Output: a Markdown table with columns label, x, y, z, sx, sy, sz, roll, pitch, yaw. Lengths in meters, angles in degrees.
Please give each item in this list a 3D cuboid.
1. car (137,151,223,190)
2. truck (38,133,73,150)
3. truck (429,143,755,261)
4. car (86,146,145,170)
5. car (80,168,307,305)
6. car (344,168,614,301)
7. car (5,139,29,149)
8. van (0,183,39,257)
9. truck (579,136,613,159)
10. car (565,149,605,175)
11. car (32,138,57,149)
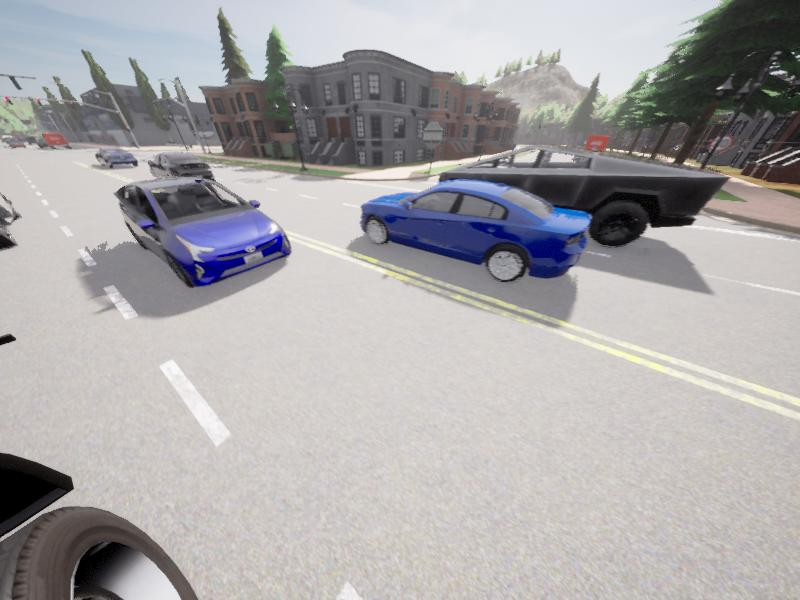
| label | x | y | z | sx | sy | sz | roll | pitch | yaw |
| --- | --- | --- | --- | --- | --- | --- | --- | --- | --- |
| car | -12.518 | -7.485 | 13.119 | 4.892 | 1.490 | 1.837 | 22 | 41 | 28 |
| truck | -66.504 | -30.614 | 44.604 | 5.204 | 2.467 | 2.627 | 22 | 41 | 28 |
| truck | 4.278 | -3.352 | 6.877 | 6.274 | 2.098 | 2.390 | 22 | 41 | 28 |
| car | -24.921 | -12.500 | 20.210 | 5.357 | 1.411 | 2.033 | 22 | 41 | 28 |
| car | -4.478 | -1.762 | 5.043 | 4.514 | 1.525 | 2.007 | 22 | 41 | 28 |
| car | 1.280 | -1.882 | 5.253 | 5.008 | 1.535 | 1.882 | 22 | 41 | 28 |
| car | -74.165 | -30.171 | 44.695 | 3.633 | 1.501 | 1.845 | 22 | 41 | 28 |
| van | -11.972 | -2.720 | 5.556 | 6.366 | 2.431 | 2.351 | 22 | 41 | 28 |
| truck | 26.845 | -21.132 | 31.897 | 2.627 | 2.467 | 5.204 | 21 | 40 | 26 |
| car | 14.690 | -11.006 | 18.296 | 1.816 | 1.474 | 4.193 | 24 | 41 | 29 |
| car | -74.078 | -32.630 | 48.115 | 4.856 | 1.649 | 2.033 | 22 | 41 | 28 |
